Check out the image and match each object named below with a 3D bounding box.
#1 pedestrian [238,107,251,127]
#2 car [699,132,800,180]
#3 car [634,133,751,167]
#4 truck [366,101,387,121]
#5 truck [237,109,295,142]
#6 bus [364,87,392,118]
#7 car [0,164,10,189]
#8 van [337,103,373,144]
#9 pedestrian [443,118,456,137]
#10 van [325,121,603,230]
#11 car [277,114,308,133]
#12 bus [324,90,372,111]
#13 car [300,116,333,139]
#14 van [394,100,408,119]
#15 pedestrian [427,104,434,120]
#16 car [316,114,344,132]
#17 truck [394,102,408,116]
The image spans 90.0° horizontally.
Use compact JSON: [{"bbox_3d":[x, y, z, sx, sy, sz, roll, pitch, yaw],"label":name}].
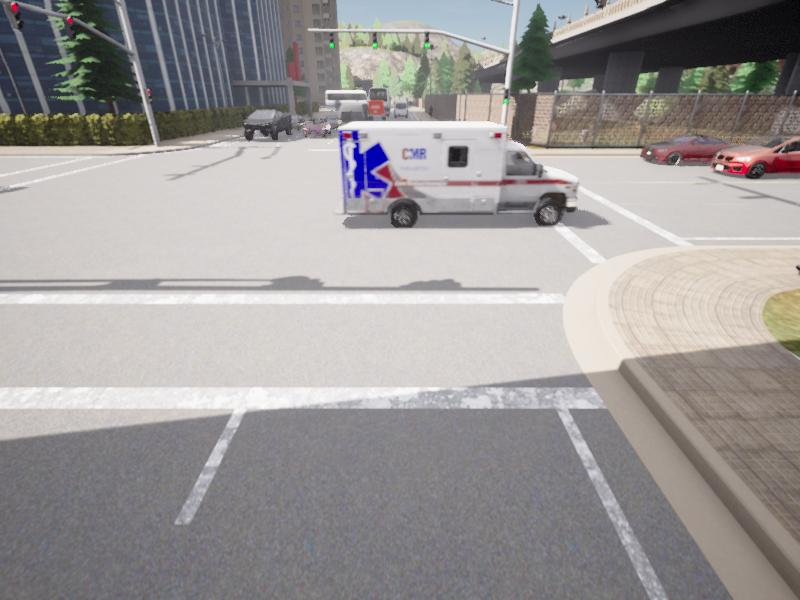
[{"bbox_3d":[-15.980,-18.825,41.204,0.751,1.860,0.751,0,27,0],"label":"pedestrian"},{"bbox_3d":[16.185,-6.222,17.183,4.611,1.667,2.242,0,27,0],"label":"car"},{"bbox_3d":[14.721,-7.667,20.351,4.181,1.385,1.994,0,27,0],"label":"car"},{"bbox_3d":[-3.340,-27.151,57.248,2.627,2.467,5.204,0,27,0],"label":"truck"},{"bbox_3d":[-10.408,-13.991,31.844,2.390,2.098,6.274,0,27,0],"label":"truck"},{"bbox_3d":[-3.435,-32.888,66.550,3.944,4.253,10.273,0,27,0],"label":"bus"},{"bbox_3d":[-17.213,-4.715,14.008,4.605,1.855,1.932,0,27,0],"label":"car"},{"bbox_3d":[-3.370,-13.811,31.002,1.988,2.561,5.915,0,27,1],"label":"van"},{"bbox_3d":[3.909,-13.589,31.539,0.751,1.300,0.751,-6,28,-12],"label":"pedestrian"},{"bbox_3d":[1.461,-3.402,10.743,6.366,2.431,2.351,0,27,0],"label":"van"},{"bbox_3d":[-10.388,-17.269,38.996,1.812,1.442,4.674,0,27,0],"label":"car"},{"bbox_3d":[-11.841,-45.953,92.302,10.273,4.253,3.944,0,27,0],"label":"bus"},{"bbox_3d":[-6.902,-14.526,33.579,1.816,1.474,4.193,0,27,0],"label":"car"},{"bbox_3d":[0.178,-29.836,62.442,1.988,2.561,5.915,0,27,0],"label":"van"},{"bbox_3d":[4.180,-25.589,54.470,0.751,1.860,0.751,-1,27,-2],"label":"pedestrian"},{"bbox_3d":[-6.895,-17.657,39.839,1.994,1.385,4.181,0,27,-1],"label":"car"},{"bbox_3d":[0.195,-33.457,70.037,2.390,2.098,6.274,0,27,0],"label":"truck"}]
